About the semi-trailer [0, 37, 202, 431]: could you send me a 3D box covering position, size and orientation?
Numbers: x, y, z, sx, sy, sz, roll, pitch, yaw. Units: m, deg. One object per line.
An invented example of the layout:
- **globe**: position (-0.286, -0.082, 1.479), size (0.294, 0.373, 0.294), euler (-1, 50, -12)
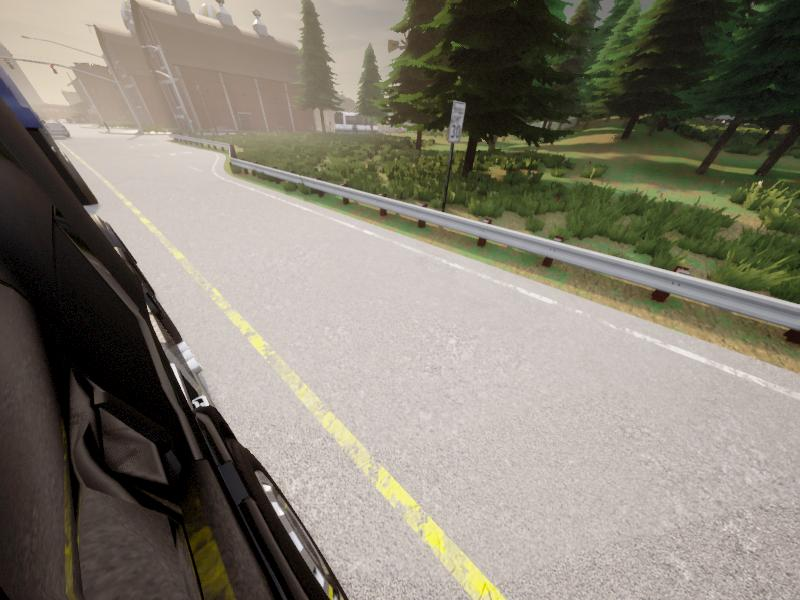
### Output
- **semi-trailer**: position (-8.746, -3.572, 4.179), size (14.254, 4.402, 2.717), euler (28, 43, 29)

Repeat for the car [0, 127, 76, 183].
- **car**: position (-16.062, -6.227, 9.718), size (4.902, 1.511, 2.128), euler (27, 43, 29)

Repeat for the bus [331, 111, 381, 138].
- **bus**: position (-9.144, -37.417, 49.591), size (3.944, 4.253, 10.273), euler (28, 43, 29)

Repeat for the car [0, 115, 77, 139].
- **car**: position (-36.890, -17.507, 23.371), size (4.611, 1.667, 2.242), euler (5, 37, 2)

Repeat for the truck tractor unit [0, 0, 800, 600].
- **truck tractor unit**: position (-2.645, -0.295, 0.351), size (6.516, 4.208, 3.053), euler (28, 44, 30)

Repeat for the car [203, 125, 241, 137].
- **car**: position (-27.766, -26.427, 36.142), size (1.994, 1.385, 4.181), euler (27, 43, 29)

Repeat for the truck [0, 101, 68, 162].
- **truck**: position (-21.926, -9.533, 12.949), size (5.204, 2.467, 2.627), euler (27, 43, 28)
